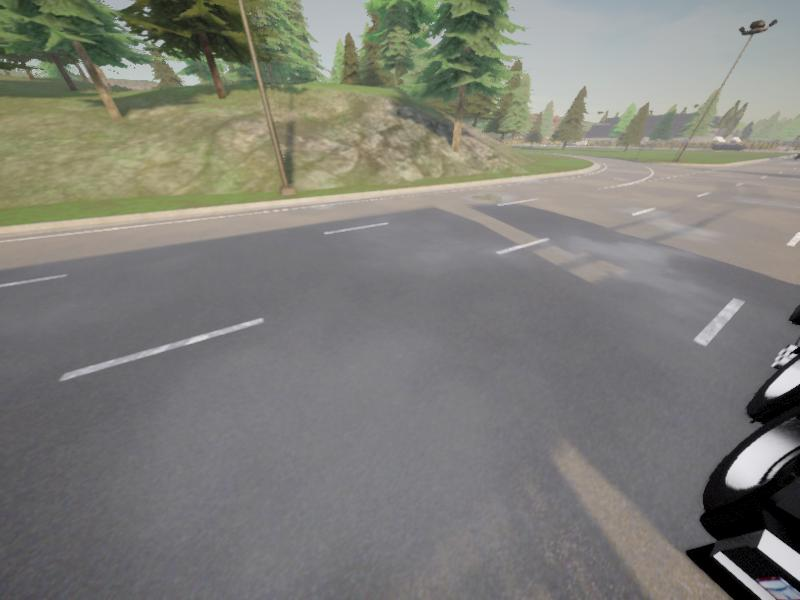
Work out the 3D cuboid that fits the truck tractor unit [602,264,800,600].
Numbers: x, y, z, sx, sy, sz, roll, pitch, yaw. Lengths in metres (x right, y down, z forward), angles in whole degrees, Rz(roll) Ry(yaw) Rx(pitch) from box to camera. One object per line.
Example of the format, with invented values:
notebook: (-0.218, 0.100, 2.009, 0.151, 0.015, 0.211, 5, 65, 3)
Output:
truck tractor unit: (5.112, -0.299, 0.785, 6.516, 4.208, 3.053, -18, 39, -24)
